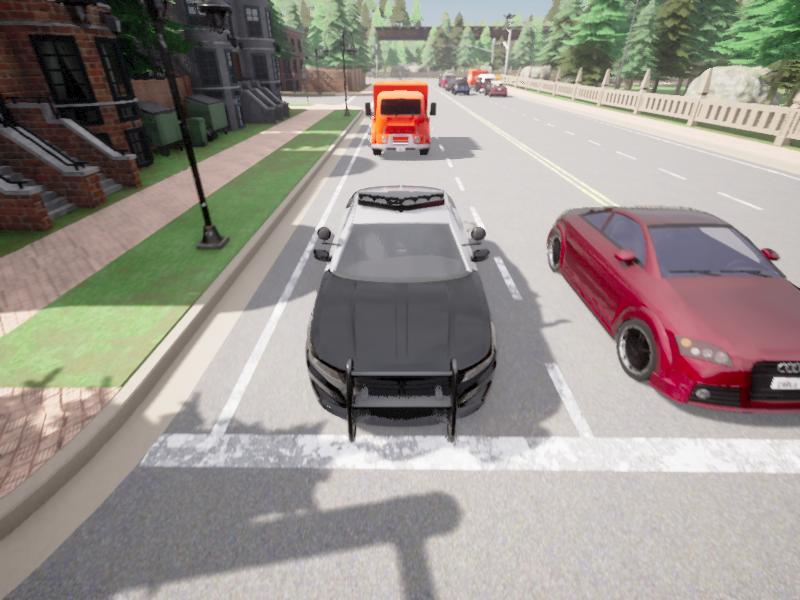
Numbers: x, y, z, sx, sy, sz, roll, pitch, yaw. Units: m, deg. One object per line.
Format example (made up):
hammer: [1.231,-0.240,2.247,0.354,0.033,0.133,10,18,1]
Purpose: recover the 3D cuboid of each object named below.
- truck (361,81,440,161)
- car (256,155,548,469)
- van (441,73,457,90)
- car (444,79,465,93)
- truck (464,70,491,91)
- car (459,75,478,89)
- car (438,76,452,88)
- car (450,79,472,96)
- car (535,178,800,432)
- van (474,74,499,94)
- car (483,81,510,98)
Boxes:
truck: [0.024,-7.399,16.161,2.627,2.467,5.204,0,30,0]
car: [0.016,-0.566,5.313,1.930,1.638,5.238,0,30,0]
van: [7.054,-31.967,58.470,1.775,1.987,4.442,0,30,0]
car: [7.052,-28.116,52.493,2.033,1.411,5.357,0,30,0]
truck: [10.555,-30.309,55.168,2.627,2.467,5.204,0,30,0]
car: [10.556,-33.743,61.850,2.033,1.649,4.856,0,31,0]
car: [7.057,-34.697,63.549,1.789,1.549,3.705,0,30,0]
car: [7.048,-24.786,46.610,1.851,1.617,3.988,0,30,0]
car: [3.537,-0.399,5.297,1.994,1.385,4.181,0,31,-1]
van: [10.548,-26.611,49.292,2.069,2.038,4.480,0,30,0]
car: [10.545,-23.205,44.045,1.970,1.475,3.806,0,30,0]
